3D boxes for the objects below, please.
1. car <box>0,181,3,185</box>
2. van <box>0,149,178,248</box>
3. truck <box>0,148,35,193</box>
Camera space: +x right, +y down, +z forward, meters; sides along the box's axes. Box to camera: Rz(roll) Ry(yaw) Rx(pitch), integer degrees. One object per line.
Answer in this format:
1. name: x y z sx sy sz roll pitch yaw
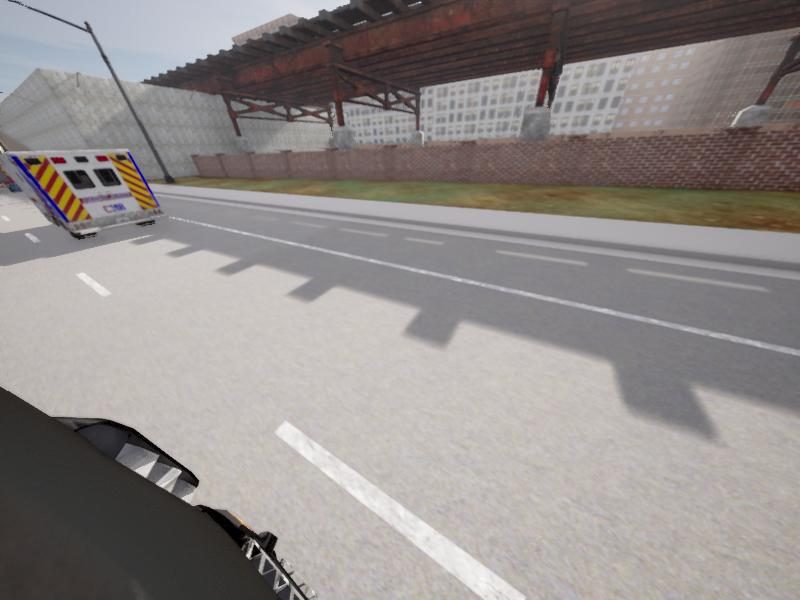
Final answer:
1. car: -54.714 -15.945 30.363 4.674 1.442 1.812 16 38 26
2. van: -11.611 -3.927 8.439 6.366 2.431 2.351 16 38 26
3. truck: -40.408 -12.800 22.501 8.468 3.827 2.891 16 38 26
